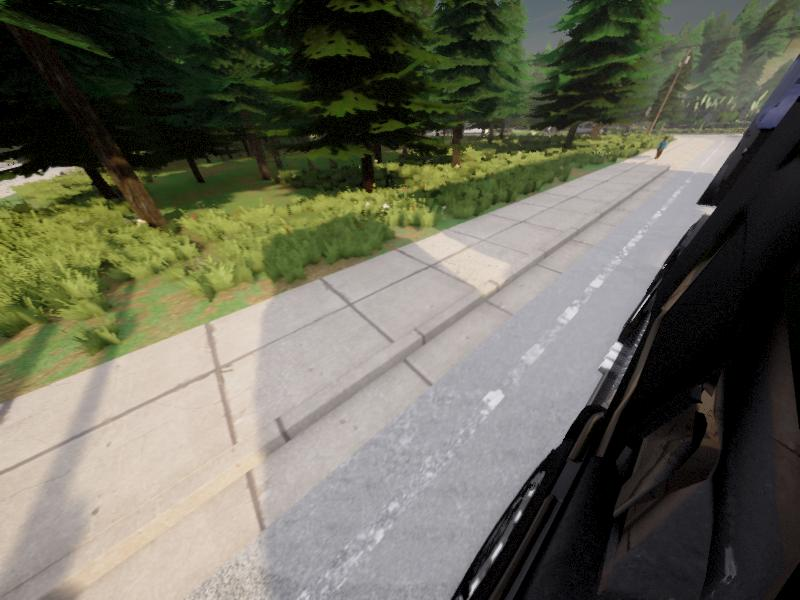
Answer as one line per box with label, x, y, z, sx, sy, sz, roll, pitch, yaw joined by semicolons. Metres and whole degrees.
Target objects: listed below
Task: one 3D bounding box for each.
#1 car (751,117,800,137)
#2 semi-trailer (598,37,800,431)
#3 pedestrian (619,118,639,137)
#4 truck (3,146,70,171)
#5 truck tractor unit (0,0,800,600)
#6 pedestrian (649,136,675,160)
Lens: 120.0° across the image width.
car;37.733;-16.548;22.129;1.816;1.474;4.193;-26;43;-28
semi-trailer;8.703;-3.600;4.227;14.254;4.402;2.717;-28;43;-30
pedestrian;27.275;-20.547;27.545;0.751;1.860;0.751;-16;39;-17
truck;-43.235;-17.176;27.797;2.390;2.098;6.274;-27;43;-29
truck tractor unit;2.645;-0.295;0.351;6.516;4.208;3.053;-28;44;-30
pedestrian;14.507;-8.431;12.814;0.500;1.100;0.500;25;45;32
